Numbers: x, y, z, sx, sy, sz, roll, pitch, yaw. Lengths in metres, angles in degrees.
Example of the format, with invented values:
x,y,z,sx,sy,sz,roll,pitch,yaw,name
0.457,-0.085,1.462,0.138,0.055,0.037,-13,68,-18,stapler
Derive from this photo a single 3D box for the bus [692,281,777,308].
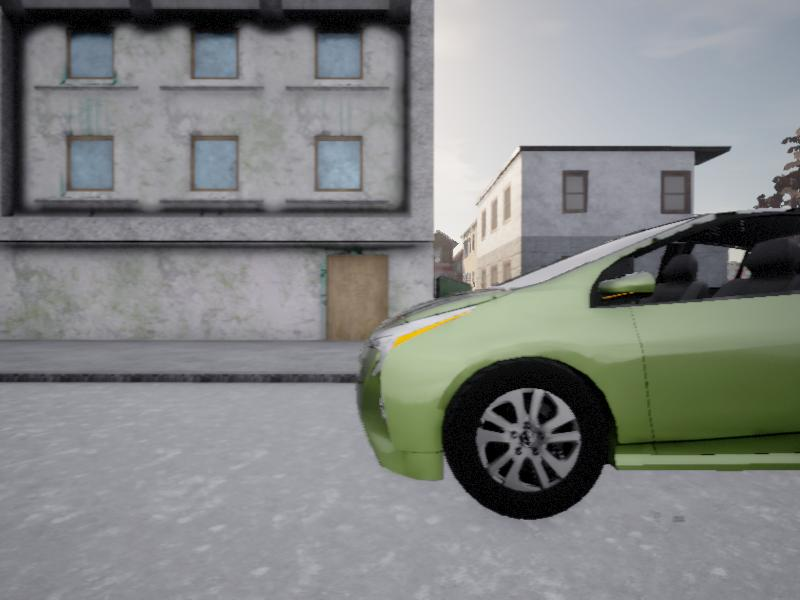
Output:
x,y,z,sx,sy,sz,roll,pitch,yaw,name
53.716,-0.845,64.494,10.273,4.253,3.944,0,0,0,bus

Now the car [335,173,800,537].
x,y,z,sx,sy,sz,roll,pitch,yaw,name
1.986,0.230,2.680,4.514,1.525,2.007,0,0,0,car
